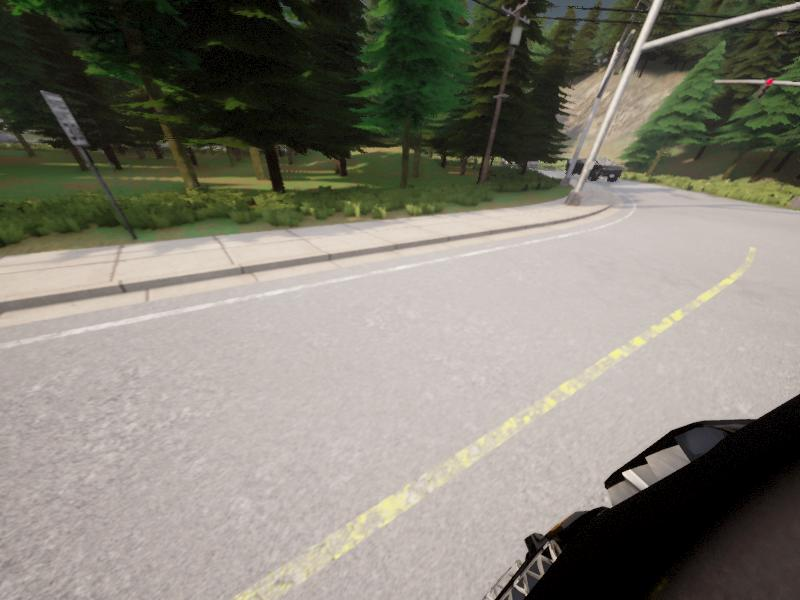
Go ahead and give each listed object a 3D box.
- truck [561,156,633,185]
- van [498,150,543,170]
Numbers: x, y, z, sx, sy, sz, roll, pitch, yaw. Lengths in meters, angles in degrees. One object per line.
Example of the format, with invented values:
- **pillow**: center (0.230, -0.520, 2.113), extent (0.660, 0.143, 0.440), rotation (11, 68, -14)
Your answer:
- **truck**: center (20.849, -14.168, 25.016), extent (2.390, 2.098, 6.274), rotation (3, 34, -1)
- **van**: center (20.322, -23.948, 39.442), extent (2.351, 2.431, 6.366), rotation (-14, 37, -23)
